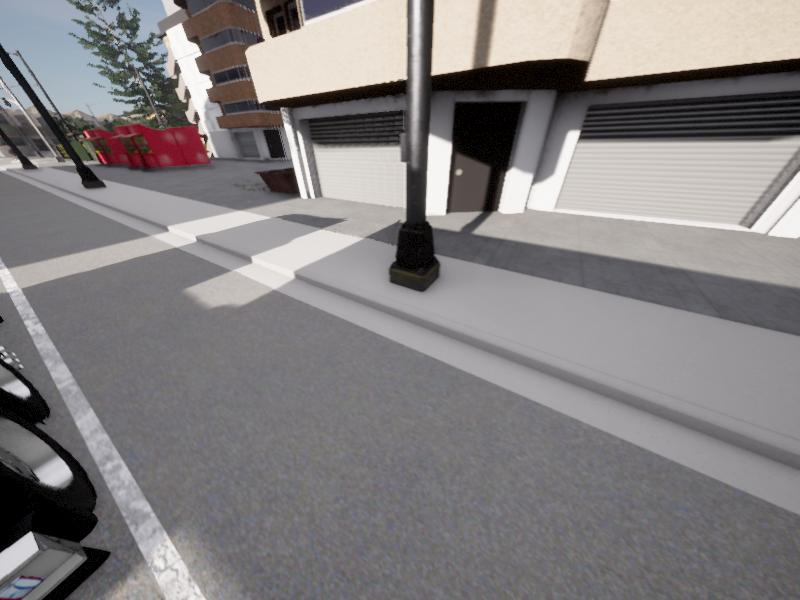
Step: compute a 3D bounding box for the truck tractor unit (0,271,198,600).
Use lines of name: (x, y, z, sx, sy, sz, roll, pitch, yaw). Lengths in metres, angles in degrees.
truck tractor unit: (-5.121, -0.291, 0.759, 6.516, 4.208, 3.053, 18, 39, 24)
